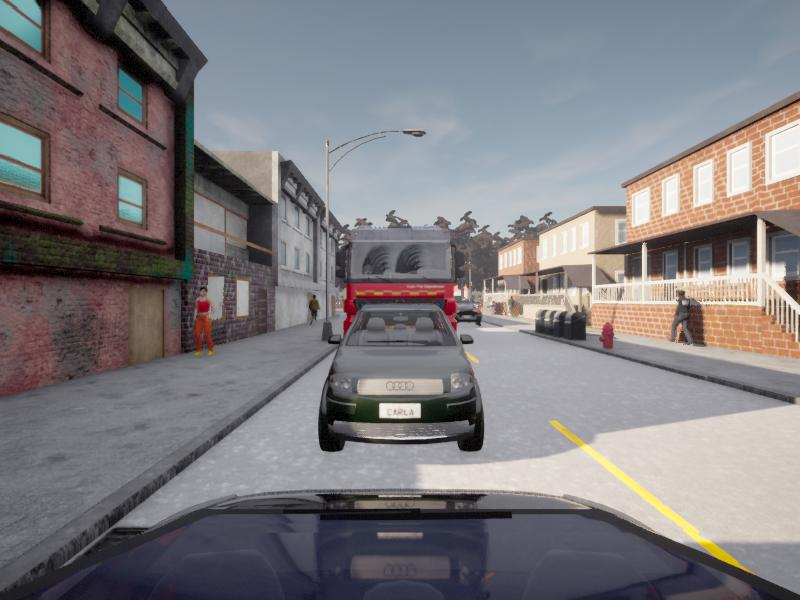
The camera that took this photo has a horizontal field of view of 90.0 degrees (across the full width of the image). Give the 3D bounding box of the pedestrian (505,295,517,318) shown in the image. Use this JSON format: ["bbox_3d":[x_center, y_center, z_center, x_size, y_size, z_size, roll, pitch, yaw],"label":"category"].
[{"bbox_3d":[9.275,0.533,33.368,0.751,1.860,0.751,0,0,-1],"label":"pedestrian"}]

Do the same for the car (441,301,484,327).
[{"bbox_3d":[3.973,0.823,26.202,2.038,1.542,4.974,0,0,0],"label":"car"}]

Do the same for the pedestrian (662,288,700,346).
[{"bbox_3d":[9.241,0.533,13.184,0.751,1.860,0.751,0,0,0],"label":"pedestrian"}]

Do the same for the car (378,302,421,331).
[{"bbox_3d":[-0.021,0.851,22.747,2.163,1.488,4.792,0,0,0],"label":"car"}]

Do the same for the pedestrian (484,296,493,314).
[{"bbox_3d":[9.169,0.525,41.281,0.751,1.860,0.751,0,0,0],"label":"pedestrian"}]

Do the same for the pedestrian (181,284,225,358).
[{"bbox_3d":[-5.139,0.533,10.474,0.751,1.860,0.751,0,0,3],"label":"pedestrian"}]

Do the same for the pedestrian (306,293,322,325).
[{"bbox_3d":[-5.073,0.533,23.647,0.751,1.860,0.751,0,0,3],"label":"pedestrian"}]

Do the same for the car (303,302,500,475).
[{"bbox_3d":[0.007,0.815,5.489,1.789,1.549,3.705,0,0,0],"label":"car"}]

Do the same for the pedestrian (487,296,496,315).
[{"bbox_3d":[9.246,0.533,40.405,0.751,1.860,0.751,0,0,1],"label":"pedestrian"}]

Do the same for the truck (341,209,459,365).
[{"bbox_3d":[-0.010,-0.321,14.022,2.891,3.827,8.468,0,0,0],"label":"truck"}]
